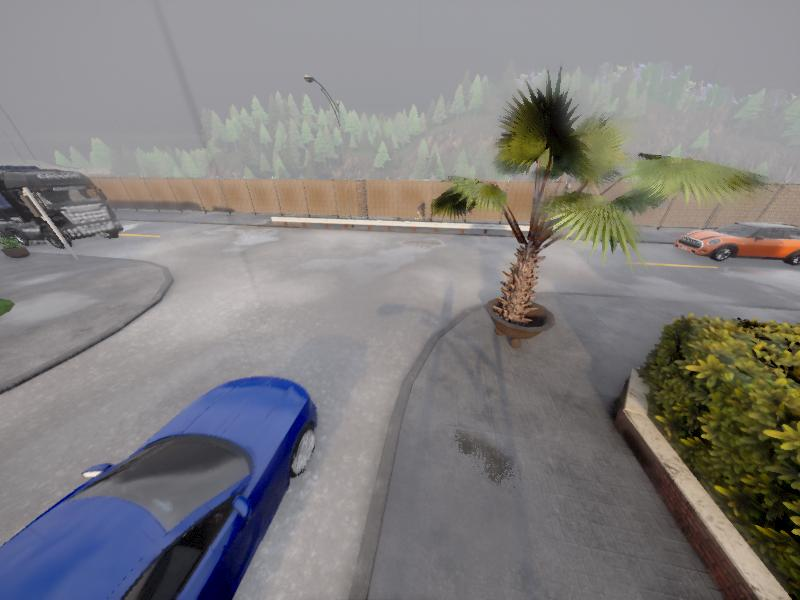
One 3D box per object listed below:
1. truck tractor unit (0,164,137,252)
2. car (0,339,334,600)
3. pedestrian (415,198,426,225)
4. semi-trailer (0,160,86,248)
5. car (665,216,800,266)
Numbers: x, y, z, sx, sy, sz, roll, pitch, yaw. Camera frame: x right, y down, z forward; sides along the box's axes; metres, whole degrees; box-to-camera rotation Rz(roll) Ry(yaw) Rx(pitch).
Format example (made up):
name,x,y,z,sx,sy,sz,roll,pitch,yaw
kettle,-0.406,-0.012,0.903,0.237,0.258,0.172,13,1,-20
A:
name,x,y,z,sx,sy,sz,roll,pitch,yaw
truck tractor unit,-20.986,-5.499,13.520,6.516,4.208,3.053,5,30,9
car,-2.644,2.652,2.081,1.882,1.535,5.008,5,30,9
pedestrian,1.591,-6.918,18.078,0.751,1.860,0.751,6,30,10
semi-trailer,-28.781,-6.274,14.659,14.254,4.402,2.717,5,30,9
car,17.471,-3.080,11.753,4.553,1.767,2.097,5,30,9
